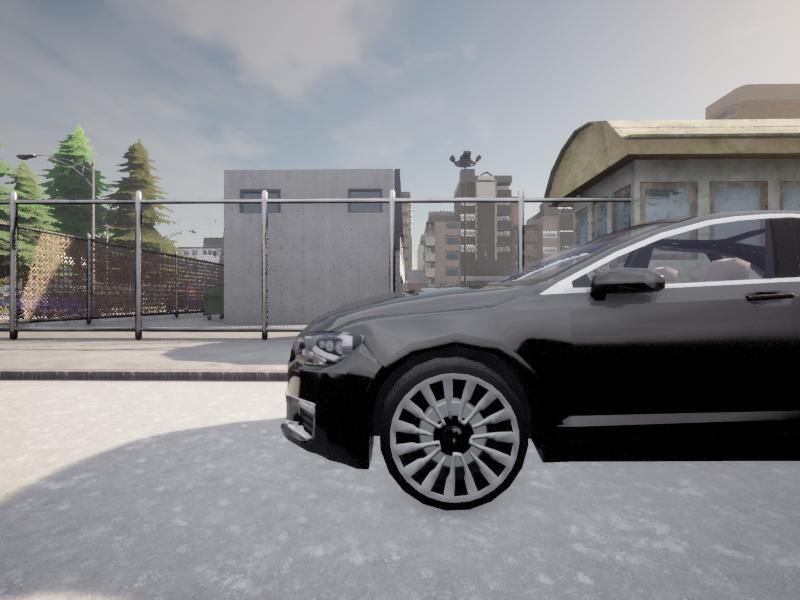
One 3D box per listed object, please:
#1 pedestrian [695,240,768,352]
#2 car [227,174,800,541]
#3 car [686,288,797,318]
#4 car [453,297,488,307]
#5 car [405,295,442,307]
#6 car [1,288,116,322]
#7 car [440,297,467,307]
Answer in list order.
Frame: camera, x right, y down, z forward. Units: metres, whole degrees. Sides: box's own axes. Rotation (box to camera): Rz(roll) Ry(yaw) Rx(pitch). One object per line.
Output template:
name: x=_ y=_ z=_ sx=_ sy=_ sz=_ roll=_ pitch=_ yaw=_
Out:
pedestrian: x=5.813 y=-0.067 z=7.068 sx=0.751 sy=1.860 sz=0.751 roll=0 pitch=0 yaw=17
car: x=1.742 y=0.236 z=2.706 sx=4.902 sy=1.511 sz=2.128 roll=0 pitch=0 yaw=1
car: x=17.629 y=0.159 z=20.794 sx=4.193 sy=1.474 sz=1.816 roll=0 pitch=0 yaw=1
car: x=9.808 y=0.270 z=56.091 sx=4.674 sy=1.442 sz=1.812 roll=0 pitch=0 yaw=1
car: x=3.273 y=0.171 z=56.275 sx=5.238 sy=1.638 sz=1.930 roll=0 pitch=0 yaw=2
car: x=-17.233 y=0.228 z=20.551 sx=2.007 sy=1.525 sz=4.514 roll=0 pitch=0 yaw=1
car: x=7.976 y=0.253 z=60.132 sx=3.806 sy=1.475 sz=1.970 roll=0 pitch=0 yaw=1
